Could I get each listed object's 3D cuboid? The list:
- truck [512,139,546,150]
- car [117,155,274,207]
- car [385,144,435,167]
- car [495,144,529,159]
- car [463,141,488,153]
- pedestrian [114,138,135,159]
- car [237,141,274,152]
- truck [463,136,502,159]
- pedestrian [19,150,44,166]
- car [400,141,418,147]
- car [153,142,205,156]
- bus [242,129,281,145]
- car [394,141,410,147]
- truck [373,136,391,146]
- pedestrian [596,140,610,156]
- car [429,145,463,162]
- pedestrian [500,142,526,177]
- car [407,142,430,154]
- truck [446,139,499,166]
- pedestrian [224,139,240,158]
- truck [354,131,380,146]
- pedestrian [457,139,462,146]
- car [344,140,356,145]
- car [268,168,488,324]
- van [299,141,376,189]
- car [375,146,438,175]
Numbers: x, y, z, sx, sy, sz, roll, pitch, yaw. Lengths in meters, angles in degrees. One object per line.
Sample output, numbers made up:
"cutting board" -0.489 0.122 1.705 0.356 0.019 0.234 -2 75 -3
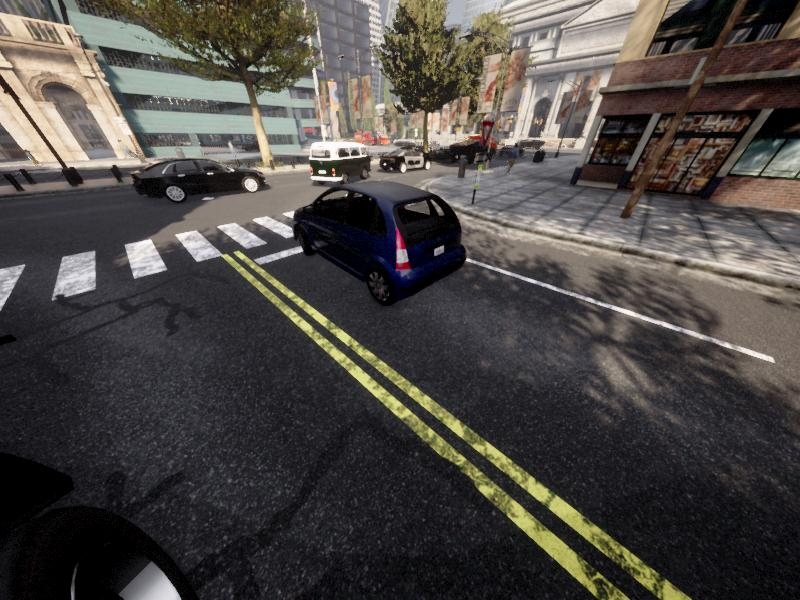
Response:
"truck" 30.337 -36.699 54.415 6.274 2.098 2.390 29 44 34
"car" -8.791 -5.563 10.455 1.837 1.490 4.892 29 44 34
"car" 1.081 -14.570 23.187 1.930 1.638 5.238 29 44 34
"car" 15.262 -20.208 31.405 2.128 1.511 4.902 29 44 34
"car" 14.531 -29.433 44.361 4.611 1.667 2.242 -28 44 -34
"pedestrian" -29.695 -16.287 24.907 0.751 1.860 0.751 29 44 34
"car" -25.808 -27.618 41.426 2.128 1.511 4.902 28 44 34
"truck" 11.472 -21.224 32.007 2.627 2.467 5.204 29 45 34
"pedestrian" -30.262 -11.644 18.970 0.500 1.100 0.500 -23 41 -29
"car" 2.519 -46.140 68.224 5.357 1.411 2.033 29 44 34
"car" -30.739 -21.113 32.224 2.161 1.482 4.786 28 44 34
"bus" -45.720 -54.210 76.858 10.273 4.253 3.944 -13 37 -18
"car" 0.572 -44.428 65.795 4.181 1.385 1.994 29 44 34
"truck" -5.751 -51.091 74.270 5.204 2.467 2.627 29 44 34
"pedestrian" 28.366 -21.238 32.354 0.751 1.860 0.751 20 40 26
"car" 5.422 -17.143 27.014 1.970 1.475 3.806 29 44 34
"pedestrian" 7.204 -8.987 14.807 0.751 1.860 0.751 -24 42 -31
"car" 3.050 -25.364 38.602 1.789 1.549 3.705 29 44 34
"truck" 7.895 -15.962 24.817 2.390 2.098 6.274 29 44 34
"pedestrian" -19.585 -17.671 26.944 0.751 1.860 0.751 30 45 35
"truck" -10.603 -51.408 73.505 8.468 3.827 2.891 26 43 32
"pedestrian" 17.985 -47.740 69.908 0.751 1.860 0.751 -26 43 -32
"car" -17.377 -55.086 80.644 3.633 1.501 1.845 13 37 18
"car" -0.708 -1.506 4.654 1.851 1.617 3.988 -29 45 -35
"van" -3.351 -8.067 13.574 2.069 2.038 4.480 11 37 15
"car" 0.648 -11.366 18.635 1.930 1.638 5.238 29 44 34
